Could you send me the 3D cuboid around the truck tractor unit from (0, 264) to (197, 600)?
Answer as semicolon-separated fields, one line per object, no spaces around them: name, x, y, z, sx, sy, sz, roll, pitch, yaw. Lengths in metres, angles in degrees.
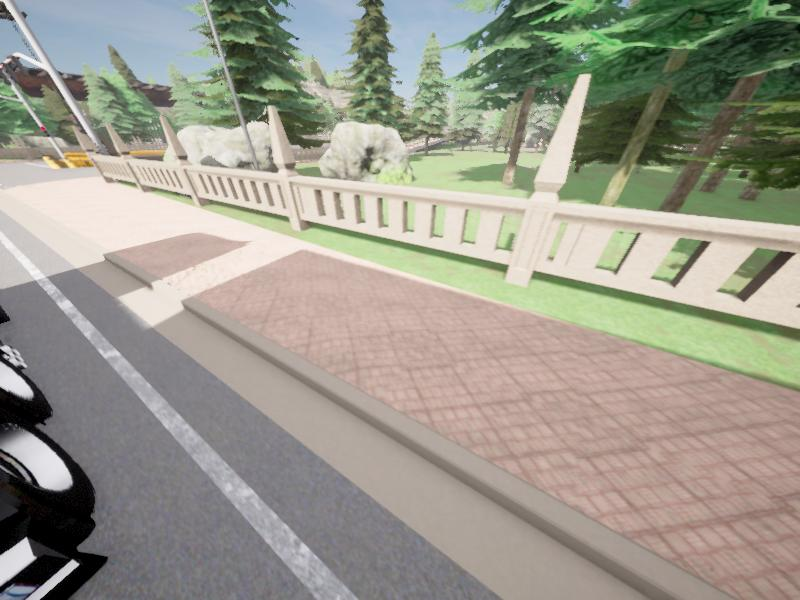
truck tractor unit;-5.109;-0.302;0.783;6.516;4.208;3.053;18;39;24
